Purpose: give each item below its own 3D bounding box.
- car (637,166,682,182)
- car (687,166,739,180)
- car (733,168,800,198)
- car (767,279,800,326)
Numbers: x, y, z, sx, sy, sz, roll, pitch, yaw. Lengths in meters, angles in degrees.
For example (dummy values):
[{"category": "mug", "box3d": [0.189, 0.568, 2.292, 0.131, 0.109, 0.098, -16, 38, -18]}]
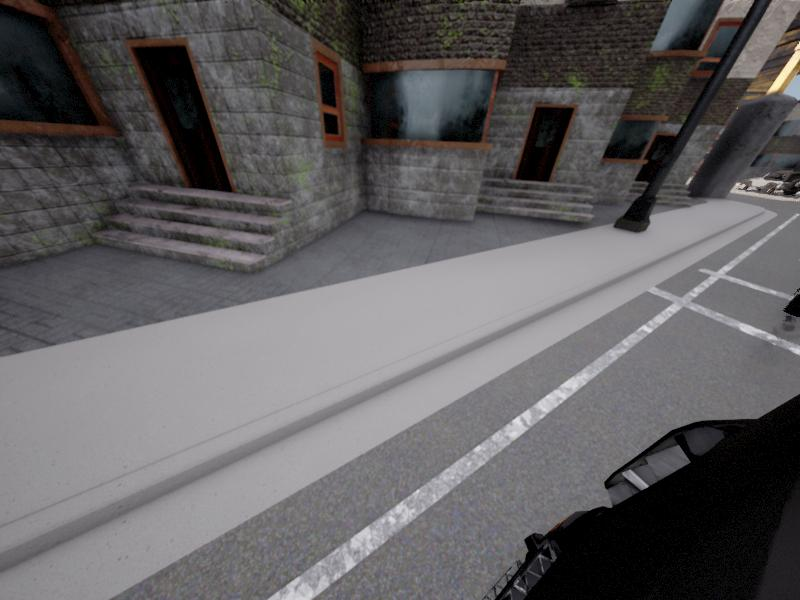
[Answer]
[{"category": "car", "box3d": [33.326, -16.374, 29.883, 1.816, 1.474, 4.193, 11, 34, 11]}, {"category": "car", "box3d": [52.427, -21.416, 38.860, 2.038, 1.542, 4.974, -27, 44, -37]}, {"category": "car", "box3d": [34.108, -10.750, 21.092, 1.905, 1.878, 3.866, 11, 34, 11]}, {"category": "car", "box3d": [8.645, -0.288, 3.724, 3.806, 1.475, 1.970, -14, 37, -24]}]
